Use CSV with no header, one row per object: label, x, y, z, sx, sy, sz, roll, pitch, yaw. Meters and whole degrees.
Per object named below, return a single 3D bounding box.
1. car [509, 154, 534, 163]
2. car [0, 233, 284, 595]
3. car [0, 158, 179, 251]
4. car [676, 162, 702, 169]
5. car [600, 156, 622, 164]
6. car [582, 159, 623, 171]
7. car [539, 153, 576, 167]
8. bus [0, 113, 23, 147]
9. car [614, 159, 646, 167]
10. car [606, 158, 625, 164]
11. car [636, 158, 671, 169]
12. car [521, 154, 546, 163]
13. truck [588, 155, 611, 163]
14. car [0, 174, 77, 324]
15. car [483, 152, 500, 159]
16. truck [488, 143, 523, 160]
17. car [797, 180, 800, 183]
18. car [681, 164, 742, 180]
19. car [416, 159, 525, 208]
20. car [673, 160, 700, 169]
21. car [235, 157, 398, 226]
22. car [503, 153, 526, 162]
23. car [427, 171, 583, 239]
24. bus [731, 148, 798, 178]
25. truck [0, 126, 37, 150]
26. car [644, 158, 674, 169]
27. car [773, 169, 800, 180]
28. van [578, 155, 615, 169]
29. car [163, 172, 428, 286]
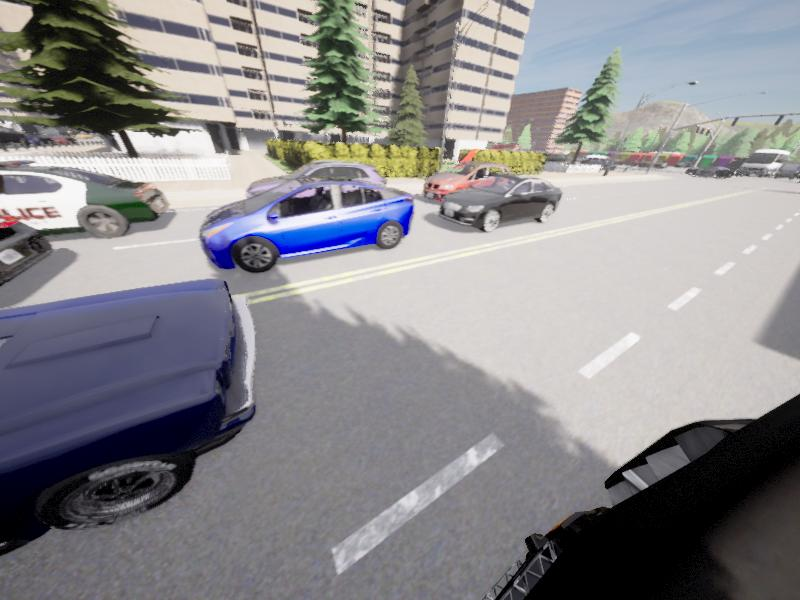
car,27.743,-32.383,52.967,1.812,1.442,4.674,-16,38,-26
car,-3.459,0.859,1.208,4.718,1.301,1.895,-16,38,-26
car,-8.722,-2.225,5.205,4.974,1.542,2.038,-16,38,-26
car,79.096,-36.865,63.238,1.970,1.475,3.806,-16,38,-26
car,67.824,-45.097,74.242,1.932,1.855,4.605,-16,38,-26
car,36.079,-24.143,41.242,2.128,1.511,4.902,-16,38,-26
car,31.899,-28.523,46.979,2.150,2.045,5.566,-16,38,-26
bus,-49.465,-19.333,25.242,3.944,4.253,10.273,-16,38,-26
car,58.757,-35.149,59.155,2.033,1.415,5.357,-16,38,-26
car,70.354,-45.611,75.574,1.784,1.438,3.905,-16,38,-26
car,57.103,-30.759,52.062,1.932,1.855,4.605,-16,38,-26
car,34.843,-36.917,60.352,2.152,1.651,5.027,-16,38,-26
truck,60.746,-43.103,70.572,2.069,2.038,4.478,-16,38,-26
car,-7.892,-0.212,2.265,4.974,1.542,2.038,-16,38,-26
car,26.289,-41.551,66.579,1.970,1.475,3.806,-16,38,-26
truck,30.056,-42.757,66.466,2.891,3.827,8.468,-16,38,-26
car,60.577,-17.863,33.577,4.856,1.649,2.033,-16,38,-26
car,47.335,-19.714,35.358,1.930,1.638,5.238,-1,34,-7
car,3.381,-5.769,11.264,4.611,1.667,2.242,-16,38,-26
car,76.596,-36.349,61.853,1.905,1.878,3.866,-16,38,-26
car,-2.703,-3.997,8.209,4.856,1.649,2.033,-16,38,-26
car,28.485,-35.561,57.681,2.242,1.667,4.611,-16,38,-26
car,3.658,-3.530,8.090,4.902,1.511,2.128,-16,38,-26
bus,67.555,-25.289,42.819,10.273,4.253,3.944,-15,38,-25
truck,-45.359,-18.246,25.860,2.390,2.098,6.274,-15,38,-25
car,59.635,-31.449,53.285,1.905,1.878,3.866,-16,38,-26
car,69.272,-22.478,41.234,4.892,1.490,1.837,-15,38,-25
van,37.763,-26.578,44.523,2.069,2.038,4.480,-16,38,-26
car,-1.852,-1.949,5.309,4.514,1.525,2.007,-16,38,-26
